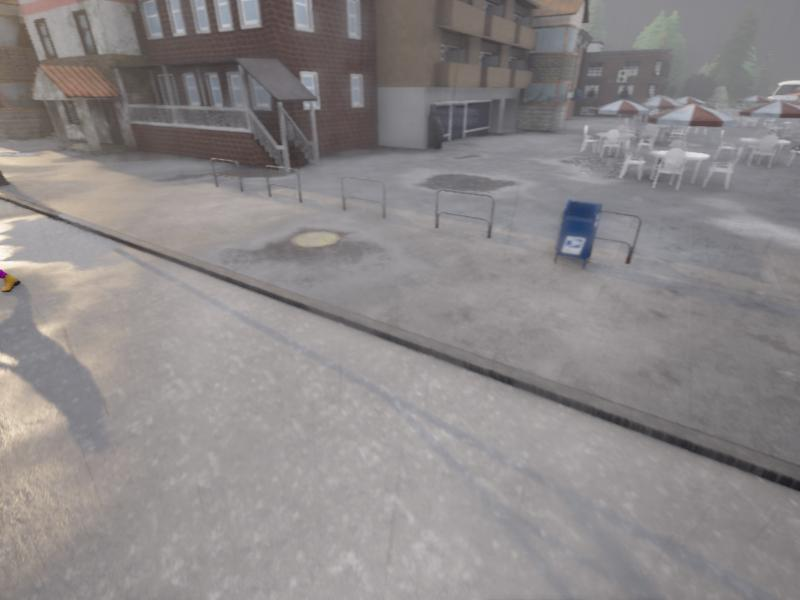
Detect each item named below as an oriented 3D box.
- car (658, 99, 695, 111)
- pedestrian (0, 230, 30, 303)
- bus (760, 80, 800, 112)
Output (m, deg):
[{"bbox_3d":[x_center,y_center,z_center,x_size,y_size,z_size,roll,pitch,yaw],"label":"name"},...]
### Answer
[{"bbox_3d":[46.454,-32.853,67.253,4.856,1.649,2.033,17,32,29],"label":"car"},{"bbox_3d":[-6.643,-0.860,6.024,0.751,1.860,0.751,9,29,17],"label":"pedestrian"},{"bbox_3d":[62.814,-31.241,61.328,10.273,4.253,3.944,17,32,29],"label":"bus"}]
